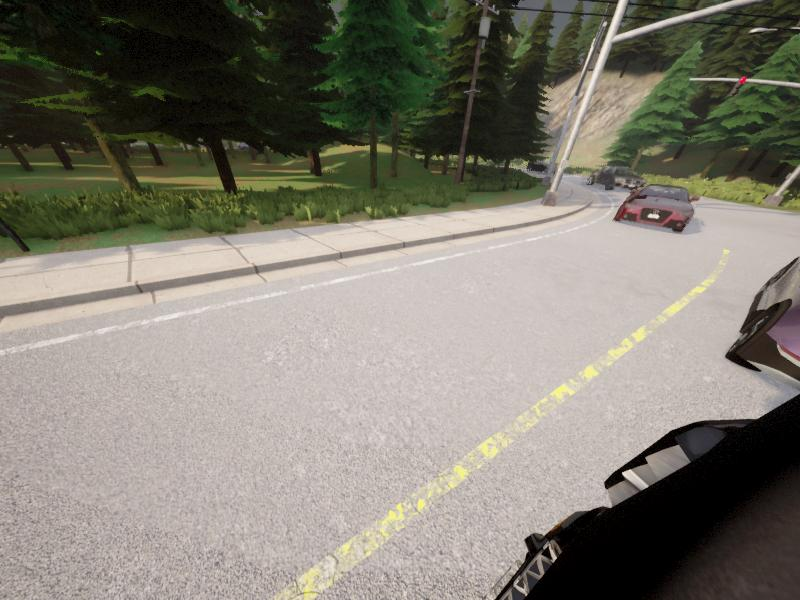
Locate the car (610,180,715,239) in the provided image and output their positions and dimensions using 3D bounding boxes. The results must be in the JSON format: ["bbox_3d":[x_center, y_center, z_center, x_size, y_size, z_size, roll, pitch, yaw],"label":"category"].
[{"bbox_3d":[10.345,-3.853,9.309,1.994,1.385,4.181,29,42,34],"label":"car"}]

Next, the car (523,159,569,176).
[{"bbox_3d":[18.434,-16.968,29.555,2.128,1.511,4.902,-4,34,-11],"label":"car"}]

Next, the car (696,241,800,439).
[{"bbox_3d":[6.133,0.166,2.697,4.856,1.649,2.033,-17,39,-28],"label":"car"}]

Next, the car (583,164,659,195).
[{"bbox_3d":[17.544,-9.954,18.823,2.152,1.651,5.027,9,34,9],"label":"car"}]
